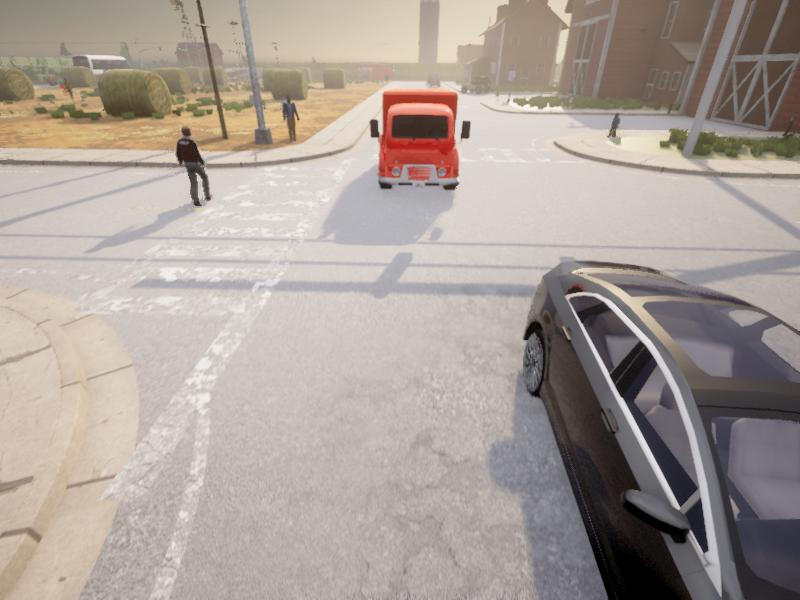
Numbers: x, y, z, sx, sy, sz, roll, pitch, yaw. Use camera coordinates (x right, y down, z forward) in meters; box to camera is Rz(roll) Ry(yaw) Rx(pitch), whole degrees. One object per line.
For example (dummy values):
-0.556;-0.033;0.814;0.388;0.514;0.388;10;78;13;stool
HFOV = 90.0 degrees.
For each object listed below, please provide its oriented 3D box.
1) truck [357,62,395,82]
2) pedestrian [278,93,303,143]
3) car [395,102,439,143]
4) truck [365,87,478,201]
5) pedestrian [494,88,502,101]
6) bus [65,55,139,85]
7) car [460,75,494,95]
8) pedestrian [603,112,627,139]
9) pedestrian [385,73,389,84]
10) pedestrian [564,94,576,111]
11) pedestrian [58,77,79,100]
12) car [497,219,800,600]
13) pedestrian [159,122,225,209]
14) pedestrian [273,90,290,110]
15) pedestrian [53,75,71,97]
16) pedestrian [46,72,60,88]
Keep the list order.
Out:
-5.386;-52.105;91.417;8.468;3.827;2.891;2;30;2;truck
-4.660;-7.735;17.015;0.751;1.860;0.751;-9;31;-15;pedestrian
0.826;-8.924;19.957;1.994;1.385;4.181;1;30;2;car
0.557;-4.958;12.115;2.627;2.467;5.204;1;29;1;truck
9.561;-20.016;38.972;0.500;1.100;0.500;-7;31;-12;pedestrian
-51.274;-39.981;69.540;3.944;4.253;10.273;3;30;5;bus
9.548;-26.908;50.034;1.905;1.878;3.866;-28;39;-31;car
9.909;-8.049;18.438;0.500;1.100;0.500;-12;33;-21;pedestrian
-2.394;-40.704;73.486;0.751;1.860;0.751;-1;30;-2;pedestrian
12.446;-14.478;29.303;0.500;1.100;0.500;9;31;14;pedestrian
-29.898;-19.086;36.092;0.751;1.860;0.751;26;39;37;pedestrian
2.229;1.067;2.763;2.128;1.511;4.902;5;30;1;car
-4.950;-3.215;9.624;0.751;1.860;0.751;2;30;3;pedestrian
-8.824;-14.907;29.787;0.751;1.300;0.751;11;32;17;pedestrian
-33.664;-21.291;39.814;0.751;1.860;0.751;-25;39;-36;pedestrian
-47.243;-29.929;54.415;0.751;1.860;0.751;-13;33;-22;pedestrian
